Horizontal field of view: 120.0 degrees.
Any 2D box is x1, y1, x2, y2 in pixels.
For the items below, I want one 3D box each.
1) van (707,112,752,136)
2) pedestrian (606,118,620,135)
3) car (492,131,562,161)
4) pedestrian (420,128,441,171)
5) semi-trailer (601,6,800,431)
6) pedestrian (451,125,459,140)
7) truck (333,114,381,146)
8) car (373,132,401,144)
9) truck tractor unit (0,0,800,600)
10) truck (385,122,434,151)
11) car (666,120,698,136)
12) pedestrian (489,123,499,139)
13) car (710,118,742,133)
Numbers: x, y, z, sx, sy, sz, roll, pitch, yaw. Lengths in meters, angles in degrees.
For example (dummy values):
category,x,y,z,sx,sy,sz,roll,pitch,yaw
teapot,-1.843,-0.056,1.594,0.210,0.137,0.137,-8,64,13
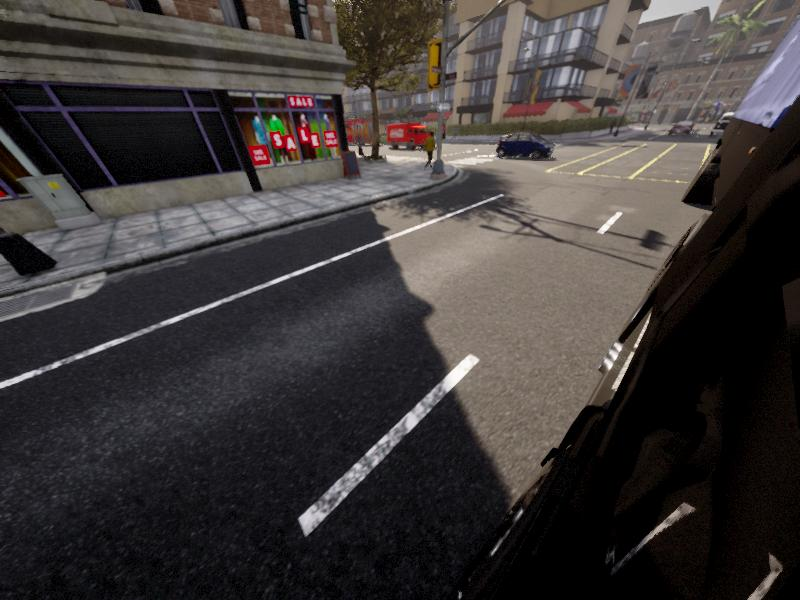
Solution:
category,x,y,z,sx,sy,sz,roll,pitch,yaw
van,37.004,-19.877,26.080,4.480,2.038,2.069,-30,45,-32
pedestrian,29.816,-24.370,32.382,0.751,1.860,0.751,24,44,31
car,8.865,-10.963,16.394,1.789,1.549,3.705,-31,45,-32
pedestrian,1.623,-8.154,12.566,0.751,1.860,0.751,29,47,35
semi-trailer,8.525,-3.723,4.384,14.254,4.402,2.717,-30,45,-31
pedestrian,8.522,-25.815,35.663,0.751,1.860,0.751,-26,43,-28
truck,-7.140,-27.812,37.977,2.891,3.827,8.468,-31,45,-32
car,-2.178,-26.952,38.432,2.007,1.525,4.514,-31,45,-32
truck tractor unit,2.645,-0.295,0.351,6.516,4.208,3.053,-28,44,-30
truck,1.031,-19.198,27.102,2.627,2.467,5.204,-31,45,-32
car,35.091,-21.375,28.697,4.674,1.442,1.812,-31,45,-31
pedestrian,14.217,-25.512,34.897,0.751,1.860,0.751,-31,45,-32
car,41.761,-22.420,29.664,4.674,1.442,1.812,-30,45,-32
